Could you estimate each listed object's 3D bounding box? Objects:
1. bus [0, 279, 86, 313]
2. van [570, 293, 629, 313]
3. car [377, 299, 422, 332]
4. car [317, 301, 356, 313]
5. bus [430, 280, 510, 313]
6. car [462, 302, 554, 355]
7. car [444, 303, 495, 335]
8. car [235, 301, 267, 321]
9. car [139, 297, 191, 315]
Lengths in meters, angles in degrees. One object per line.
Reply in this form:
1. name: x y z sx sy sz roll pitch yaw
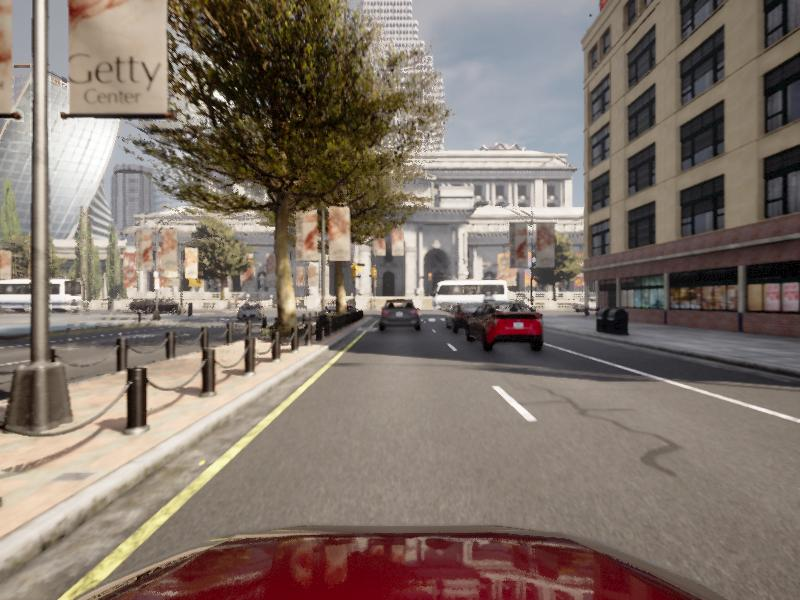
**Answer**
1. bus: -47.098 -0.517 51.542 10.273 4.253 3.944 0 0 1
2. van: 25.581 0.400 51.419 6.366 2.431 2.351 0 0 0
3. car: -0.006 0.766 22.474 2.242 1.667 4.611 0 0 0
4. car: -8.147 0.847 50.848 4.974 1.542 2.038 0 0 38
5. bus: 9.402 -0.515 54.861 10.273 4.253 3.944 -1 0 0
6. car: 3.499 0.834 13.952 2.007 1.525 4.514 0 0 0
7. car: 3.453 0.879 20.602 1.812 1.442 4.674 0 0 0
8. car: -11.849 0.839 32.062 1.845 1.501 3.633 0 0 -11
9. car: -26.168 0.676 44.623 4.605 1.855 1.932 -1 0 0
